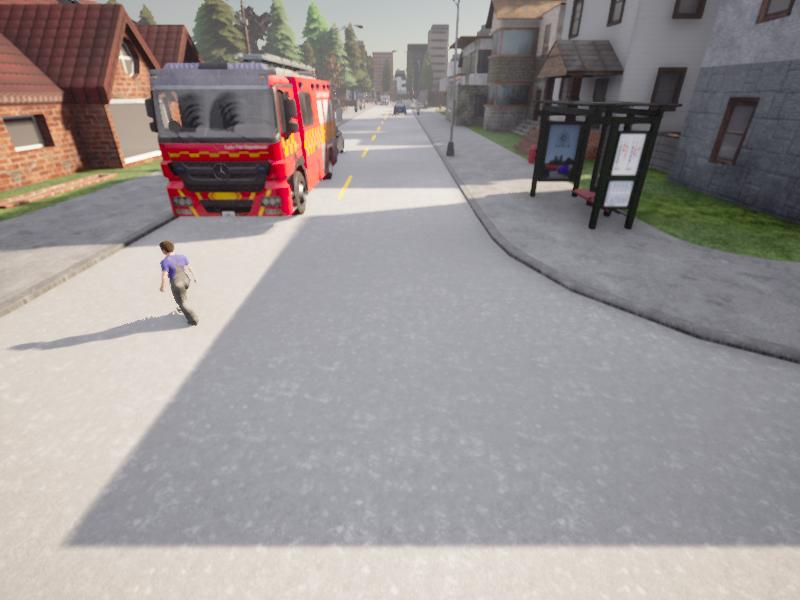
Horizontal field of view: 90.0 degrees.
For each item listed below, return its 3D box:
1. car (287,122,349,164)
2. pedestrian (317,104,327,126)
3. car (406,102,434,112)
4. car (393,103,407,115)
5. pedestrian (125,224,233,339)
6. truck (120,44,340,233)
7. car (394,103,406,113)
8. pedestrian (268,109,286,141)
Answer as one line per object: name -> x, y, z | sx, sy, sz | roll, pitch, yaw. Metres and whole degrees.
car -> -3.999, -8.126, 20.490 | 2.128, 1.511, 4.902 | 0, 28, 0
pedestrian -> -7.398, -17.481, 37.829 | 0.751, 1.860, 0.751 | -4, 28, -7
car -> 3.843, -37.903, 78.437 | 5.027, 1.651, 2.152 | -6, 28, -11
car -> 0.004, -28.727, 60.093 | 1.882, 1.535, 5.008 | 0, 27, 0
pedestrian -> -3.016, -0.277, 5.567 | 0.751, 1.300, 0.751 | 13, 30, 24
truck -> -4.005, -5.242, 12.434 | 2.891, 3.827, 8.468 | 0, 27, 0
car -> 0.006, -33.929, 70.666 | 2.007, 1.525, 4.514 | 0, 27, 0
pedestrian -> -8.040, -11.467, 26.259 | 0.751, 1.860, 0.751 | -3, 28, -5
